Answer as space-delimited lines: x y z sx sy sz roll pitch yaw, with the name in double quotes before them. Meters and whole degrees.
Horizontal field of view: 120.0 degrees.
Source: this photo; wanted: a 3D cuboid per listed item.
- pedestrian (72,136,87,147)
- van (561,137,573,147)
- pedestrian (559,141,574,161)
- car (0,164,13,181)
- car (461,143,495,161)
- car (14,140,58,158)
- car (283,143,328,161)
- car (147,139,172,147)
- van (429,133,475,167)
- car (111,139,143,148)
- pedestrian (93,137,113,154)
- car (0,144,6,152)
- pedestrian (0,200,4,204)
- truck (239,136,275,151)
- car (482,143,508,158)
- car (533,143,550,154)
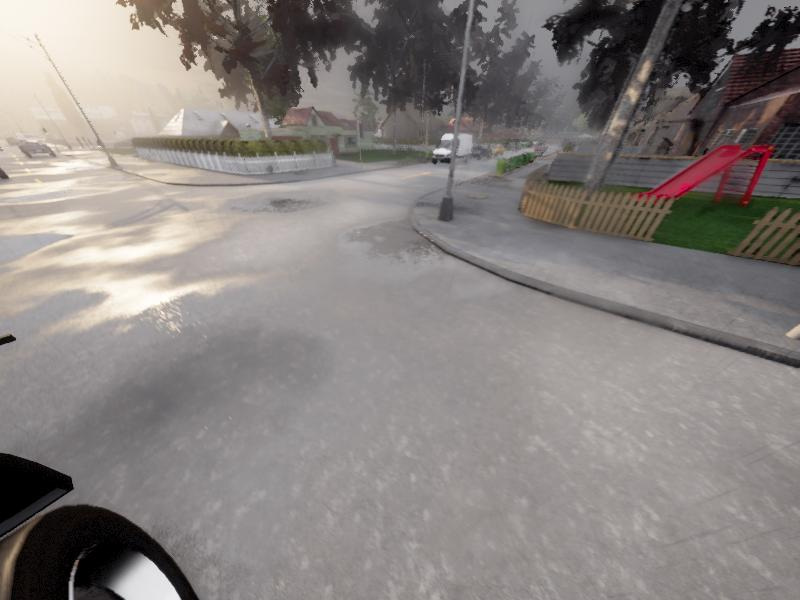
"pedestrian" -66.649 -32.932 47.989 0.751 1.860 0.751 2 35 2
"van" 54.032 -51.181 74.697 1.988 2.561 5.915 22 41 28
"pedestrian" 18.589 -16.596 25.760 0.751 1.860 0.751 22 41 28
"car" -25.862 -8.093 13.650 4.611 1.667 2.242 20 40 25
"car" 9.778 -18.499 28.794 2.152 1.651 5.027 22 41 28
"car" -44.902 -18.678 28.487 5.027 1.651 2.152 22 41 28
"car" -9.931 -15.619 24.276 4.181 1.381 1.994 22 41 28
"car" -57.603 -37.729 55.411 1.845 1.501 3.633 22 41 28
"van" 5.387 -15.271 23.392 1.988 2.561 5.915 22 41 28
"car" -60.904 -34.997 51.560 1.816 1.474 4.193 22 41 28
"pedestrian" -39.330 -20.405 30.560 0.751 1.860 0.751 22 40 27
"car" -62.800 -23.402 35.074 4.514 1.525 2.007 29 44 34
"pedestrian" -15.909 -4.356 8.254 0.751 1.860 0.751 8 36 11
"truck" -24.266 -26.758 39.444 2.069 2.038 4.478 22 41 28
"car" 13.887 -21.858 33.630 1.801 1.575 5.366 22 41 28
"car" 25.501 -27.340 41.555 1.845 1.501 3.633 22 41 28
